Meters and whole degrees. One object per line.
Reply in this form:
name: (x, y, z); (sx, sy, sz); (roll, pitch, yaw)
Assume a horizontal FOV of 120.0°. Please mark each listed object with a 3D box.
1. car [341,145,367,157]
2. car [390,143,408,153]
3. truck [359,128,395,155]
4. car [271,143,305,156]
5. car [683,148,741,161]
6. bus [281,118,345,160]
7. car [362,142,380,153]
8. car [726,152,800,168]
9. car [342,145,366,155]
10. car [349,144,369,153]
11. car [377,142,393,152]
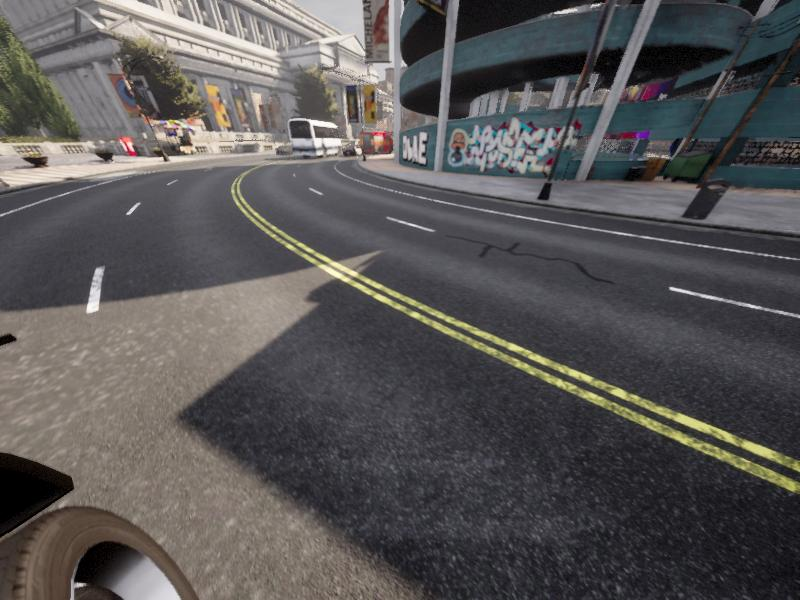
car: (-7.116, -23.706, 36.664); (2.038, 1.542, 4.974); (9, 36, 12)
car: (-0.109, -33.072, 50.231); (1.801, 1.575, 5.366); (15, 37, 20)
truck: (-3.963, -29.223, 42.654); (2.891, 3.827, 8.468); (14, 37, 19)
car: (-17.869, -24.244, 37.129); (2.242, 1.667, 4.611); (9, 36, 12)
car: (47.963, -22.424, 35.657); (4.786, 1.482, 2.161); (15, 37, 20)
bus: (-11.743, -22.933, 33.086); (3.944, 4.253, 10.273); (5, 35, 6)
car: (-5.759, -30.982, 46.851); (1.905, 1.878, 3.866); (15, 37, 19)
car: (42.734, -16.514, 27.143); (4.718, 1.301, 1.895); (15, 37, 20)
car: (-8.320, -27.465, 42.263); (1.895, 1.301, 4.718); (13, 37, 18)
car: (-8.616, -32.071, 48.827); (1.994, 1.385, 4.181); (15, 37, 20)
car: (-3.311, -34.014, 51.260); (1.905, 1.878, 3.866); (15, 37, 19)
